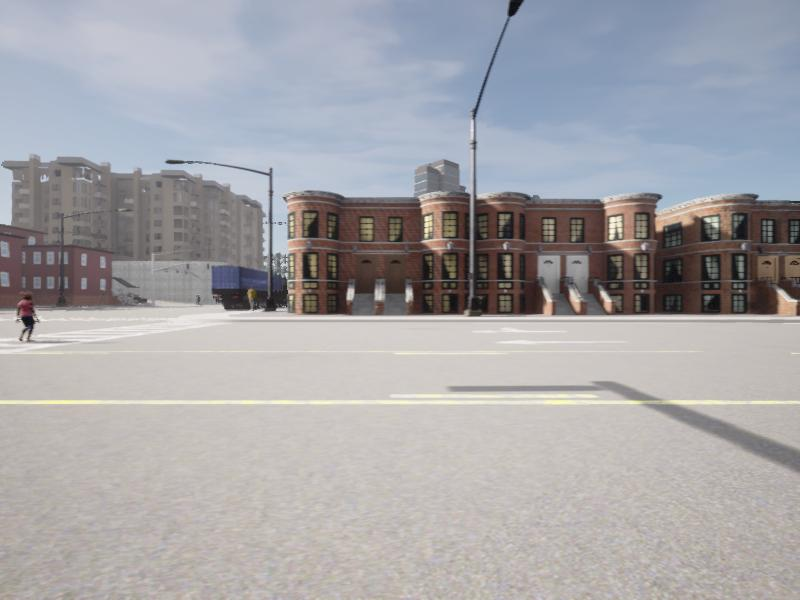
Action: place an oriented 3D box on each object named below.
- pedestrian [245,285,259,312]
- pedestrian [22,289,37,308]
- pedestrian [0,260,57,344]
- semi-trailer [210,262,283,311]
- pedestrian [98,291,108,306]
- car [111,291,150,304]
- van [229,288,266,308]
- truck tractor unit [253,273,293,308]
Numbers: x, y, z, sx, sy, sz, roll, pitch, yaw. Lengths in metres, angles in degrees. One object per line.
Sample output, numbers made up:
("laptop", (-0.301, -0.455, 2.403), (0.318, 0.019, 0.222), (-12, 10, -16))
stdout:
("pedestrian", (-10.377, -0.119, 28.122), (0.751, 1.860, 0.751), (0, 0, -5))
("pedestrian", (-36.453, -0.128, 39.391), (0.751, 1.860, 0.751), (0, 0, -1))
("pedestrian", (-8.618, 0.034, 9.237), (0.751, 1.860, 0.751), (0, 0, 1))
("semi-trailer", (-16.073, -1.226, 43.624), (2.717, 4.402, 14.254), (0, 0, -1))
("pedestrian", (-38.174, -0.223, 51.459), (0.751, 1.860, 0.751), (0, 0, 4))
("car", (-45.951, -0.381, 68.318), (5.238, 1.638, 1.930), (5, 0, 0))
("van", (-19.707, -0.229, 51.988), (2.351, 2.431, 6.366), (0, 0, 0))
("truck tractor unit", (-16.174, -1.121, 51.537), (3.053, 4.208, 6.516), (0, 0, 0))
